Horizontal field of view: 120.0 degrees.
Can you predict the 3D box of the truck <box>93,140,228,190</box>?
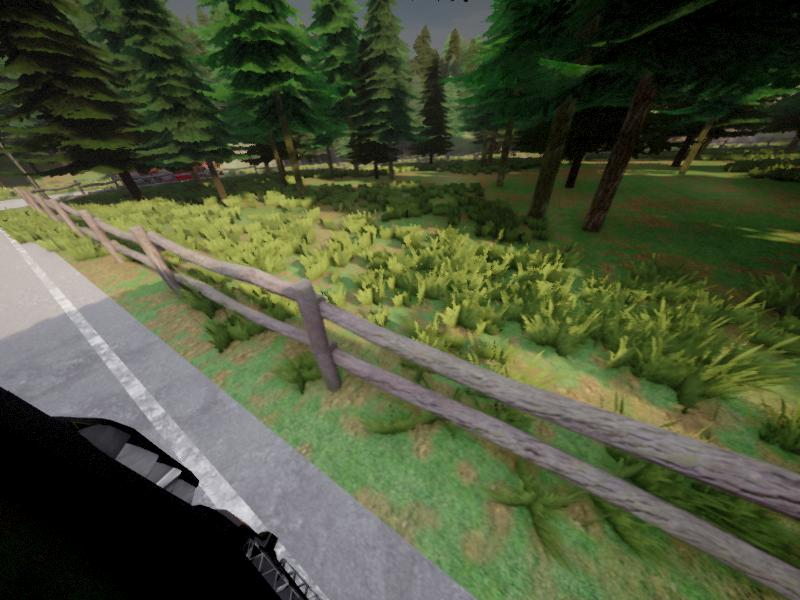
[{"bbox_3d":[-23.992,-14.261,24.086,2.891,3.827,8.468,16,38,26],"label":"truck"}]
